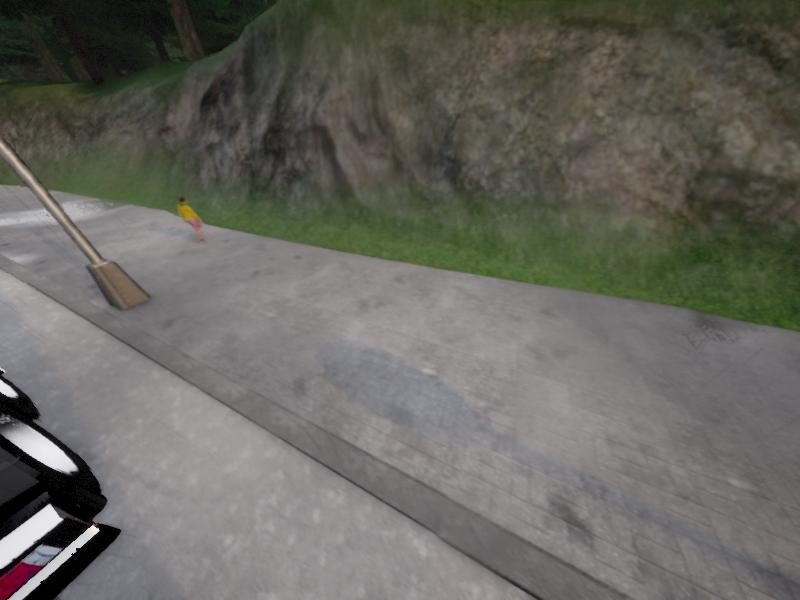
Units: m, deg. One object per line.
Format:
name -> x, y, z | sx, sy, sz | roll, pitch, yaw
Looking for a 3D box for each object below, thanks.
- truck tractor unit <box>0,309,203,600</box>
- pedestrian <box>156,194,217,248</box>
truck tractor unit -> -5.186, -0.218, 0.670 | 6.516, 4.208, 3.053 | 15, 38, 21
pedestrian -> -5.092, -1.902, 5.576 | 0.500, 1.100, 0.500 | 9, 36, 13
